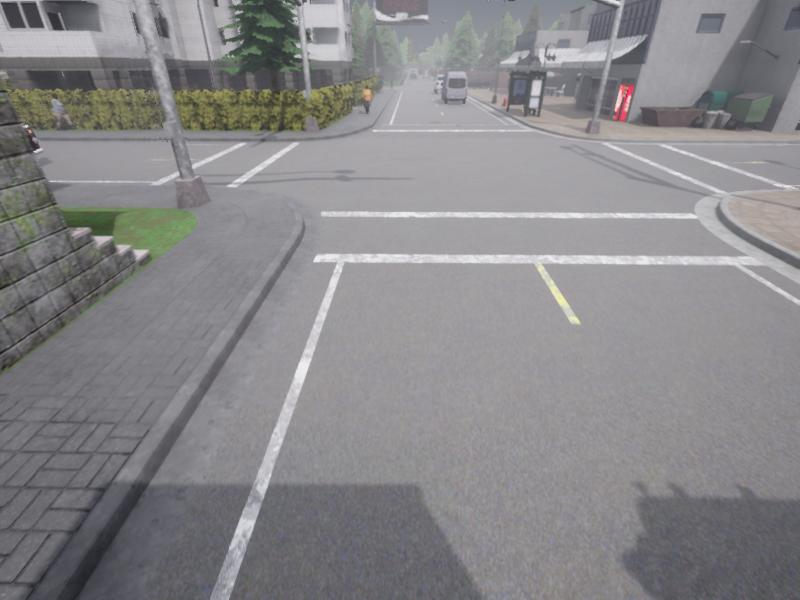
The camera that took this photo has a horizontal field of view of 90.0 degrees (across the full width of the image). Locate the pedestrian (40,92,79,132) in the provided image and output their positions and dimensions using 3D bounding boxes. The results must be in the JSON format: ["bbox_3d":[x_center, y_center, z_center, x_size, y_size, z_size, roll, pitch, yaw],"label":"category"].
[{"bbox_3d":[-17.955,-9.931,21.128,0.751,1.860,0.751,-5,31,-8],"label":"pedestrian"}]

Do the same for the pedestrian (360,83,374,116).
[{"bbox_3d":[-2.174,-13.278,26.506,0.751,1.860,0.751,-5,31,-8],"label":"pedestrian"}]

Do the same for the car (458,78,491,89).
[{"bbox_3d":[12.035,-35.187,65.024,4.892,1.490,1.837,1,30,2],"label":"car"}]

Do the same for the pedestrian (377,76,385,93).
[{"bbox_3d":[-2.283,-25.962,48.192,0.751,1.860,0.751,1,30,2],"label":"pedestrian"}]

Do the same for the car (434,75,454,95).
[{"bbox_3d":[5.532,-27.576,51.121,2.150,2.045,5.566,1,30,2],"label":"car"}]

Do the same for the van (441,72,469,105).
[{"bbox_3d":[5.137,-20.315,38.218,1.988,2.561,5.915,1,30,1],"label":"van"}]

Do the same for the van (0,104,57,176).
[{"bbox_3d":[-15.368,-5.619,13.922,4.480,2.038,2.069,1,30,1],"label":"van"}]

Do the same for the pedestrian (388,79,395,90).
[{"bbox_3d":[-1.094,-29.258,54.382,0.751,1.300,0.751,9,32,16],"label":"pedestrian"}]
